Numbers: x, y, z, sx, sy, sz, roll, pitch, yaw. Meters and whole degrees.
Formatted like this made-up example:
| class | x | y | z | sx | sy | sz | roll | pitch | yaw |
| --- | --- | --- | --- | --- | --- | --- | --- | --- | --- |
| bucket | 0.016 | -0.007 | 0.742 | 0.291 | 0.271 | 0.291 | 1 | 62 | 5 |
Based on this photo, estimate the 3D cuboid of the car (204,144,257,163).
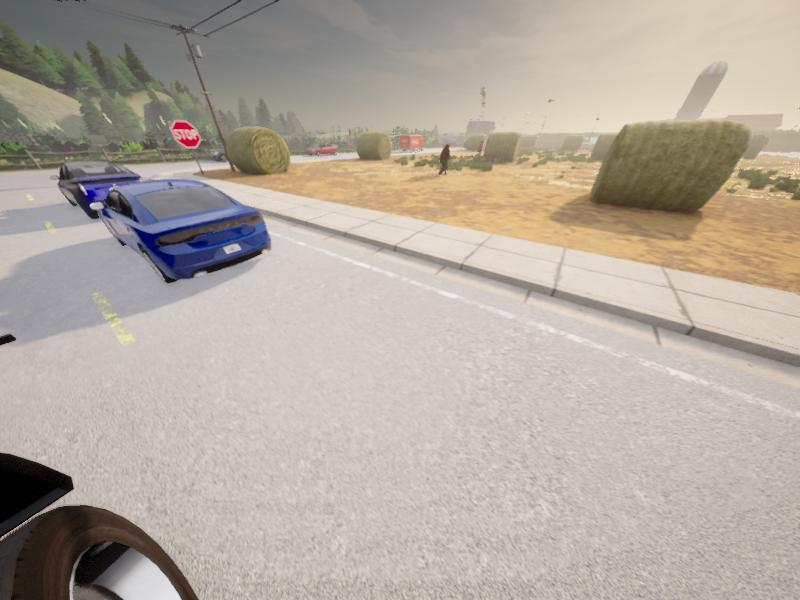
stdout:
| class | x | y | z | sx | sy | sz | roll | pitch | yaw |
| --- | --- | --- | --- | --- | --- | --- | --- | --- | --- |
| car | -17.822 | -15.519 | 24.435 | 1.970 | 1.475 | 3.806 | 24 | 42 | 30 |

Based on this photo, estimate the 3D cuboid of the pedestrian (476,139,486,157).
| class | x | y | z | sx | sy | sz | roll | pitch | yaw |
| --- | --- | --- | --- | --- | --- | --- | --- | --- | --- |
| pedestrian | 10.146 | -19.038 | 29.017 | 0.751 | 1.860 | 0.751 | 13 | 37 | 18 |

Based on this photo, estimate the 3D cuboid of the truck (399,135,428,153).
| class | x | y | z | sx | sy | sz | roll | pitch | yaw |
| --- | --- | --- | --- | --- | --- | --- | --- | --- | --- |
| truck | 2.406 | -27.798 | 41.153 | 2.627 | 2.467 | 5.204 | 24 | 42 | 30 |

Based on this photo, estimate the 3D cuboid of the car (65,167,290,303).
| class | x | y | z | sx | sy | sz | roll | pitch | yaw |
| --- | --- | --- | --- | --- | --- | --- | --- | --- | --- |
| car | -5.004 | -1.845 | 5.151 | 5.008 | 1.535 | 1.882 | 22 | 40 | 28 |

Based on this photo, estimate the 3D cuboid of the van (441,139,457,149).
| class | x | y | z | sx | sy | sz | roll | pitch | yaw |
| --- | --- | --- | --- | --- | --- | --- | --- | --- | --- |
| van | 11.994 | -38.134 | 56.309 | 1.775 | 1.987 | 4.442 | 24 | 41 | 30 |

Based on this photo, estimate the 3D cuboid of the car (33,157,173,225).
| class | x | y | z | sx | sy | sz | roll | pitch | yaw |
| --- | --- | --- | --- | --- | --- | --- | --- | --- | --- |
| car | -10.709 | -4.125 | 8.348 | 4.514 | 1.525 | 2.007 | 22 | 40 | 27 |

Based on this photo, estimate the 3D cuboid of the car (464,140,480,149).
| class | x | y | z | sx | sy | sz | roll | pitch | yaw |
| --- | --- | --- | --- | --- | --- | --- | --- | --- | --- |
| car | 18.104 | -39.321 | 58.216 | 2.097 | 1.767 | 4.553 | 24 | 41 | 30 |

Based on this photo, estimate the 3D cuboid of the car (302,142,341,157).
| class | x | y | z | sx | sy | sz | roll | pitch | yaw |
| --- | --- | --- | --- | --- | --- | --- | --- | --- | --- |
| car | -10.766 | -20.837 | 31.987 | 2.007 | 1.525 | 4.514 | 24 | 42 | 30 |

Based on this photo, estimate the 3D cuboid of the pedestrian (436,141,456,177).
| class | x | y | z | sx | sy | sz | roll | pitch | yaw |
| --- | --- | --- | --- | --- | --- | --- | --- | --- | --- |
| pedestrian | 2.827 | -8.749 | 14.381 | 0.751 | 1.860 | 0.751 | -14 | 38 | -19 |

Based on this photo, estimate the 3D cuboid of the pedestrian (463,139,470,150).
| class | x | y | z | sx | sy | sz | roll | pitch | yaw |
| --- | --- | --- | --- | --- | --- | --- | --- | --- | --- |
| pedestrian | 13.403 | -31.253 | 46.366 | 0.751 | 1.860 | 0.751 | 23 | 41 | 29 |
